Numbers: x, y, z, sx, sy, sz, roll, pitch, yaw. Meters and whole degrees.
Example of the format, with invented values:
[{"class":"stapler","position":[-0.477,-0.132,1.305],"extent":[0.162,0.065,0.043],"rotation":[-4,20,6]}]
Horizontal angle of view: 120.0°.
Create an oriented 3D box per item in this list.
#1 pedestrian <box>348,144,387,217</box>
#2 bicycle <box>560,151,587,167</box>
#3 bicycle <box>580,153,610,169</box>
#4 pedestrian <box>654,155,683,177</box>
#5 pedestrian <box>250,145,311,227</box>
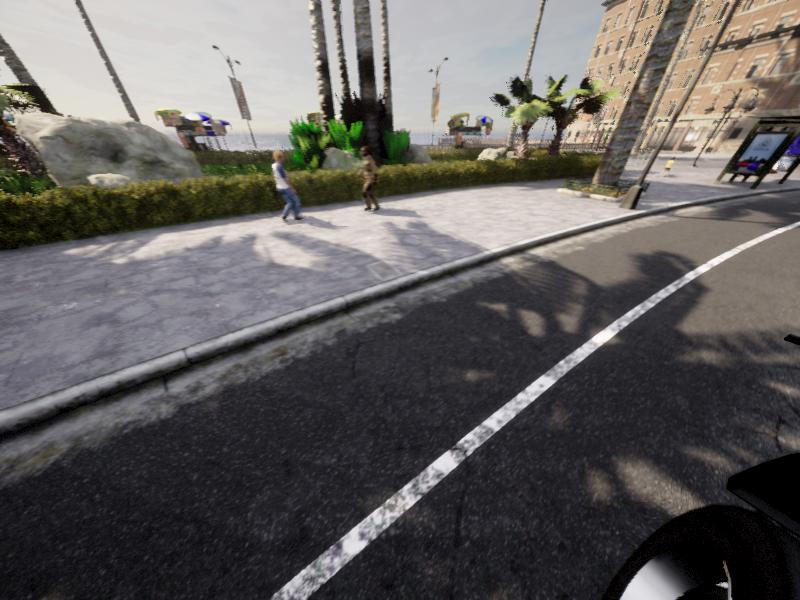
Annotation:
[{"class":"pedestrian","position":[-0.962,-3.660,7.100],"extent":[0.751,1.860,0.751],"rotation":[-23,41,-29]},{"class":"bicycle","position":[14.222,-11.576,18.942],"extent":[1.643,1.024,0.373],"rotation":[-6,36,-9]},{"class":"bicycle","position":[14.598,-10.429,17.332],"extent":[1.643,1.024,0.373],"rotation":[-6,36,-9]},{"class":"pedestrian","position":[15.893,-7.930,13.695],"extent":[0.500,1.100,0.500],"rotation":[-8,36,-12]},{"class":"pedestrian","position":[-3.207,-3.111,6.336],"extent":[0.751,1.860,0.751],"rotation":[27,43,32]}]
